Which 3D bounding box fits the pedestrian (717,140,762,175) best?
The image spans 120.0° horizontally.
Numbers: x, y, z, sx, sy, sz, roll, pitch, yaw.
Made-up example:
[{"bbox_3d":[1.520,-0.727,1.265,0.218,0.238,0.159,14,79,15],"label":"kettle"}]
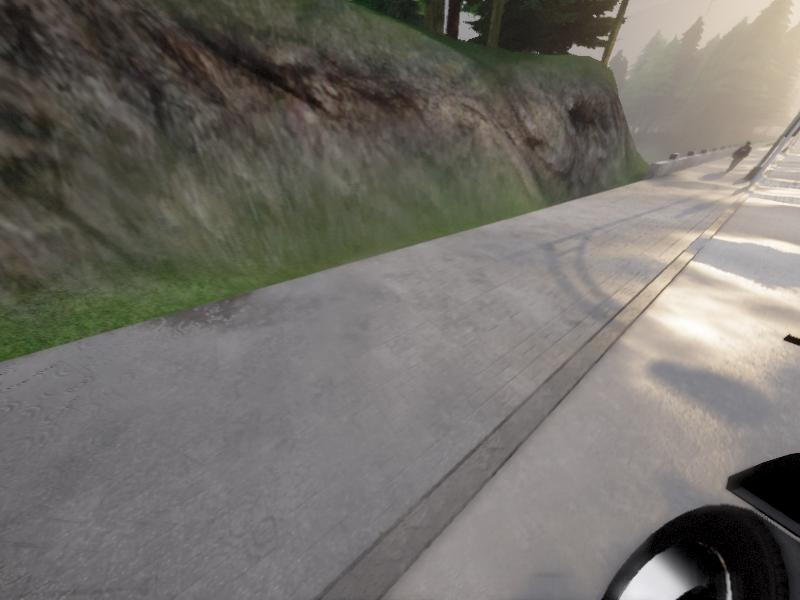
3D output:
[{"bbox_3d":[21.828,-9.199,14.901,0.751,1.860,0.751,-20,40,-26],"label":"pedestrian"}]
